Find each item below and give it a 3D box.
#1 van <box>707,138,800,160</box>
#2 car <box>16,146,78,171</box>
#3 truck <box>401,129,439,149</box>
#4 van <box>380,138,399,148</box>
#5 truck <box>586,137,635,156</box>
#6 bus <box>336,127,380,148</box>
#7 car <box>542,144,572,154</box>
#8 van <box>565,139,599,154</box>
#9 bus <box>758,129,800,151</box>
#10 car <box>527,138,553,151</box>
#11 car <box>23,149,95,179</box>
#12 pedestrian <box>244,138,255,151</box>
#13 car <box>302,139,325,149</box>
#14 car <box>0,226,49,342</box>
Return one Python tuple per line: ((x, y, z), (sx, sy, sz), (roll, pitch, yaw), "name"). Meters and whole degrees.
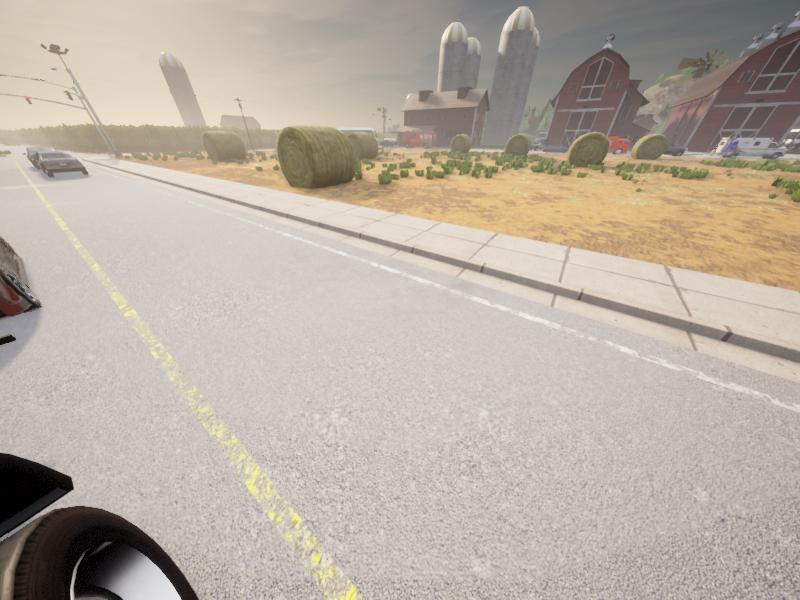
((47.917, -20.758, 31.622), (6.366, 2.431, 2.351), (19, 39, 25), "van")
((-29.869, -12.066, 19.552), (4.792, 1.488, 2.163), (22, 41, 28), "car")
((4.680, -38.903, 55.873), (8.468, 3.827, 2.891), (19, 39, 25), "truck")
((-2.806, -40.806, 60.071), (4.480, 2.038, 2.069), (20, 40, 25), "van")
((34.537, -25.482, 38.200), (5.204, 2.467, 2.627), (19, 39, 25), "truck")
((-10.619, -41.978, 59.770), (10.273, 4.253, 3.944), (2, 35, 3), "bus")
((28.225, -27.258, 41.604), (4.181, 1.385, 1.994), (19, 40, 25), "car")
((33.241, -28.124, 42.287), (4.442, 1.987, 1.775), (20, 40, 24), "van")
((93.711, -38.458, 55.525), (3.944, 4.253, 10.273), (20, 40, 26), "bus")
((29.263, -32.390, 48.201), (3.866, 1.878, 1.905), (-8, 42, -8), "car")
((-23.831, -9.575, 16.134), (5.357, 1.411, 2.033), (22, 41, 28), "car")
((-26.830, -27.675, 41.159), (0.751, 1.860, 0.751), (19, 39, 25), "pedestrian")
((-20.970, -37.946, 56.145), (2.097, 1.767, 4.553), (20, 40, 26), "car")
((-7.398, -0.423, 3.275), (4.181, 1.385, 1.994), (22, 41, 28), "car")
